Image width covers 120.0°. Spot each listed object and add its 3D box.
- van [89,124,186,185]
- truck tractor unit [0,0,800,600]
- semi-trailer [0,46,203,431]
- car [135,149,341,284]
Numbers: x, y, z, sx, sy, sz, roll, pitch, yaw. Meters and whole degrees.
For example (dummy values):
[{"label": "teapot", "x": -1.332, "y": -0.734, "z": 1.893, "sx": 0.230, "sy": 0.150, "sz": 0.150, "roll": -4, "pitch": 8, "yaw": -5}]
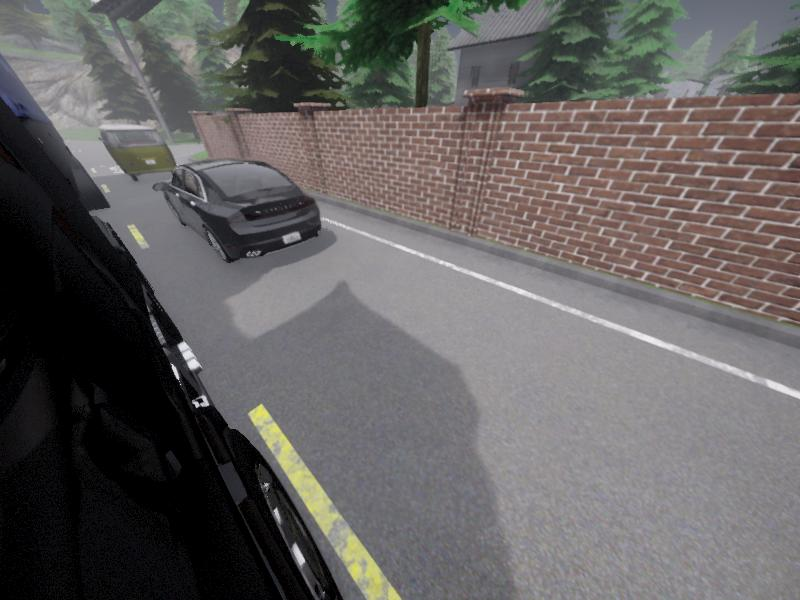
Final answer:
[{"label": "van", "x": -12.158, "y": -6.898, "z": 10.711, "sx": 4.442, "sy": 1.987, "sz": 1.775, "roll": 28, "pitch": 45, "yaw": 31}, {"label": "truck tractor unit", "x": -2.645, "y": -0.295, "z": 0.351, "sx": 6.516, "sy": 4.208, "sz": 3.053, "roll": 28, "pitch": 43, "yaw": 30}, {"label": "semi-trailer", "x": -8.721, "y": -3.509, "z": 4.321, "sx": 14.254, "sy": 4.402, "sz": 2.717, "roll": 27, "pitch": 45, "yaw": 31}, {"label": "car", "x": -3.701, "y": -2.248, "z": 5.106, "sx": 4.892, "sy": 1.490, "sz": 1.837, "roll": 28, "pitch": 45, "yaw": 31}]
